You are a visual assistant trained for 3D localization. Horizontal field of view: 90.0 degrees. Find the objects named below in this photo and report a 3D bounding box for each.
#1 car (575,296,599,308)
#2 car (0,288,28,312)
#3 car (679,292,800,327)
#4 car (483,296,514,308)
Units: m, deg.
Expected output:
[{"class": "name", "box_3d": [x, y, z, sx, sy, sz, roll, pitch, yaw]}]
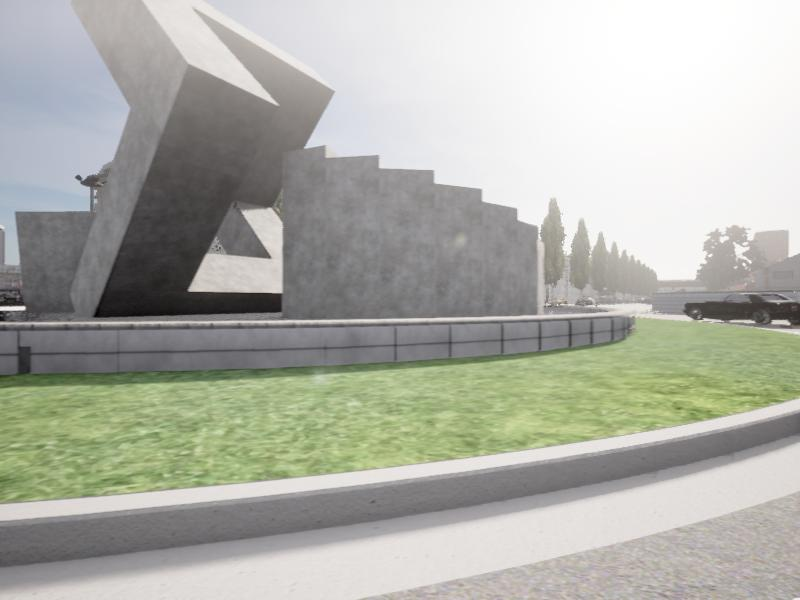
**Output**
[{"class": "car", "box_3d": [25.960, 0.264, 55.441, 2.038, 1.542, 4.974, 0, 0, 37]}, {"class": "car", "box_3d": [-32.220, -0.007, 33.090, 3.866, 1.878, 1.905, 0, 0, 45]}, {"class": "car", "box_3d": [14.929, 0.367, 17.299, 1.895, 1.301, 4.718, 0, 0, -10]}, {"class": "car", "box_3d": [12.637, 0.246, 50.989, 2.038, 1.542, 4.974, 0, 0, 37]}]
